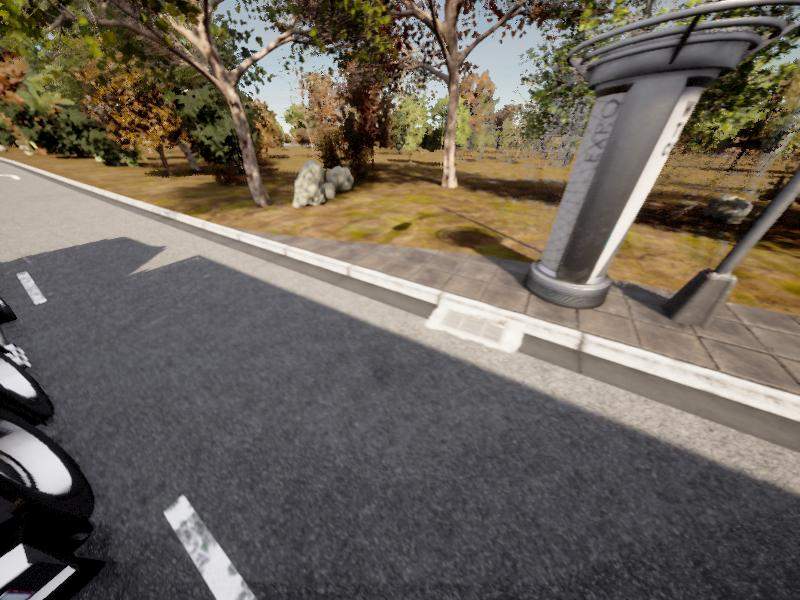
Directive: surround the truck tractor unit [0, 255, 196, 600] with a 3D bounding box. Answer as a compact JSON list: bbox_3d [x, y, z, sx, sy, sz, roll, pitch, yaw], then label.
[{"bbox_3d":[-5.096,-0.315,0.799,6.516,4.208,3.053,19,39,25],"label":"truck tractor unit"}]
